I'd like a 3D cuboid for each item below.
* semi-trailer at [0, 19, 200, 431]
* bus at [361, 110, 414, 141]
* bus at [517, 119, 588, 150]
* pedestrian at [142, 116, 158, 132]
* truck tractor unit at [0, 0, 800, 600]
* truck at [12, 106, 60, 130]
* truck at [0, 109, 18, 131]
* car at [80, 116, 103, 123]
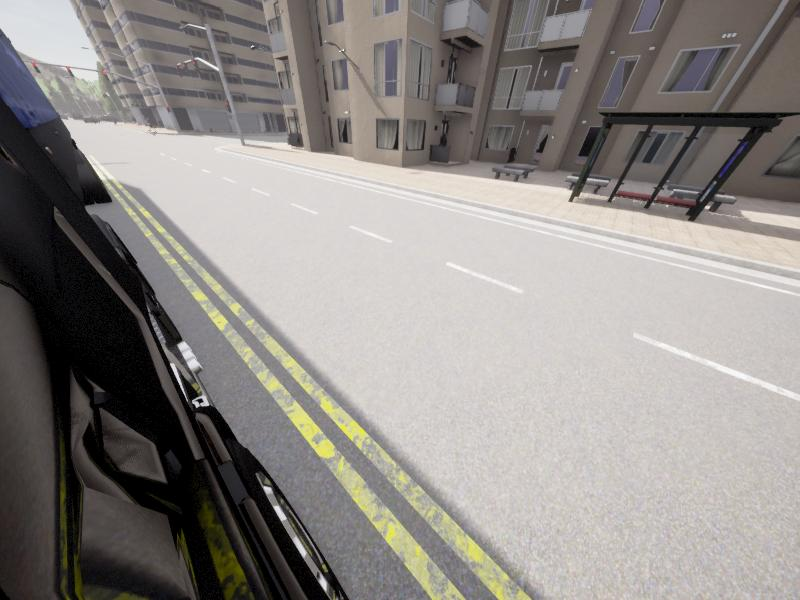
[{"bbox_3d":[-8.588,-3.681,4.329,14.254,4.402,2.717,29,44,31],"label":"semi-trailer"},{"bbox_3d":[-2.118,-33.024,44.065,3.944,4.253,10.273,28,43,30],"label":"bus"},{"bbox_3d":[29.484,-32.516,45.301,10.273,4.253,3.944,30,44,31],"label":"bus"},{"bbox_3d":[-36.790,-25.875,34.024,0.751,1.860,0.751,28,44,30],"label":"pedestrian"},{"bbox_3d":[-2.645,-0.295,0.351,6.516,4.208,3.053,28,44,30],"label":"truck tractor unit"},{"bbox_3d":[-51.176,-25.650,32.599,5.204,2.467,2.627,28,44,30],"label":"truck"},{"bbox_3d":[-51.206,-22.757,29.042,6.274,2.098,2.390,29,44,30],"label":"truck"},{"bbox_3d":[-78.352,-45.856,58.717,1.812,1.442,4.674,-17,41,-24],"label":"car"}]
